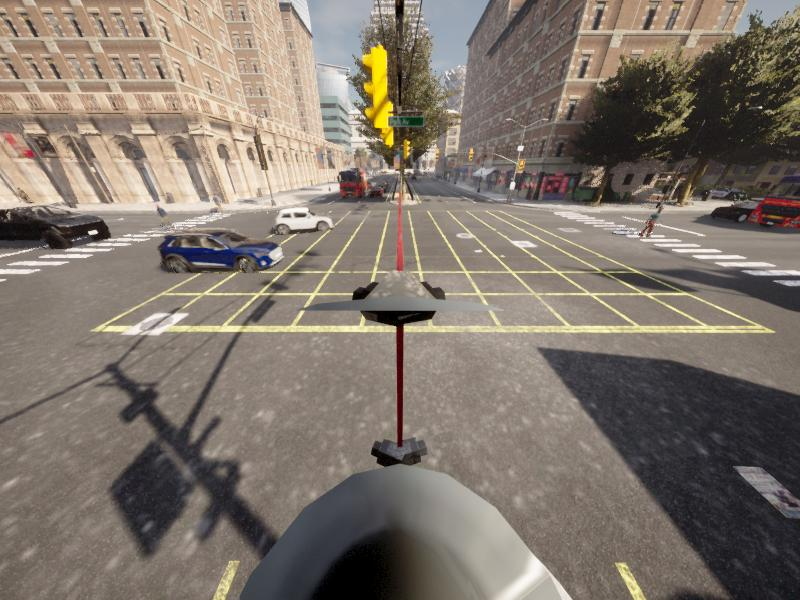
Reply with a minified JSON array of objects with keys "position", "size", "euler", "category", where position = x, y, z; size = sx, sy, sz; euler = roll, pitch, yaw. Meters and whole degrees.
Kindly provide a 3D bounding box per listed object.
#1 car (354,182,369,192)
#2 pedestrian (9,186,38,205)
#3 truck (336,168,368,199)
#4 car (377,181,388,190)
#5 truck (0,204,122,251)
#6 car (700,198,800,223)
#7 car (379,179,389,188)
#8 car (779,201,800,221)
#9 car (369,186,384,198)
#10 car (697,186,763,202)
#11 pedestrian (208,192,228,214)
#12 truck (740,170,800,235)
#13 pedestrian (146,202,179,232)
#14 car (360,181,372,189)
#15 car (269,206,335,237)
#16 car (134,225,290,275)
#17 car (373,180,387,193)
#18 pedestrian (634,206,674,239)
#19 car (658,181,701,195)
[{"position":[-7.055,-20.928,42.777],"size":[1.970,1.475,3.806],"euler":[0,30,0],"category":"car"},{"position":[-43.433,-12.049,26.662],"size":[0.751,1.860,0.751],"euler":[-1,30,-2],"category":"pedestrian"},{"position":[-7.080,-18.109,35.546],"size":[2.891,3.827,8.468],"euler":[0,30,0],"category":"truck"},{"position":[-3.540,-23.214,46.736],"size":[1.970,1.475,3.806],"euler":[0,30,0],"category":"car"},{"position":[-20.904,-4.214,13.205],"size":[6.274,2.098,2.390],"euler":[0,30,0],"category":"truck"},{"position":[29.571,-7.588,19.507],"size":[5.238,1.638,1.930],"euler":[0,30,-1],"category":"car"},{"position":[-3.527,-26.265,51.891],"size":[1.851,1.617,3.988],"euler":[0,30,0],"category":"car"},{"position":[36.309,-7.511,19.571],"size":[4.674,1.442,1.812],"euler":[0,30,0],"category":"car"},{"position":[-3.577,-16.711,35.654],"size":[1.895,1.301,4.718],"euler":[0,30,0],"category":"car"},{"position":[45.916,-14.963,32.392],"size":[2.038,1.542,4.974],"euler":[0,30,1],"category":"car"},{"position":[-17.628,-9.422,22.415],"size":[0.751,1.860,0.751],"euler":[0,30,0],"category":"pedestrian"},{"position":[30.927,-6.786,15.937],"size":[8.468,3.827,2.891],"euler":[0,30,0],"category":"truck"},{"position":[-16.630,-5.843,16.218],"size":[0.751,1.860,0.751],"euler":[-3,30,-6],"category":"pedestrian"},{"position":[-7.048,-24.187,48.530],"size":[1.994,1.385,4.181],"euler":[0,30,-1],"category":"car"},{"position":[-6.725,-5.604,16.235],"size":[3.806,1.475,1.970],"euler":[-10,31,-16],"category":"car"},{"position":[-7.961,-2.279,10.324],"size":[4.856,1.649,2.033],"euler":[0,30,0],"category":"car"},{"position":[-3.558,-20.387,41.522],"size":[2.097,1.767,4.553],"euler":[0,30,0],"category":"car"},{"position":[15.850,-4.837,14.475],"size":[0.751,1.860,0.751],"euler":[0,30,1],"category":"pedestrian"},{"position":[46.025,-18.540,38.227],"size":[1.905,1.878,3.866],"euler":[0,30,0],"category":"car"}]
